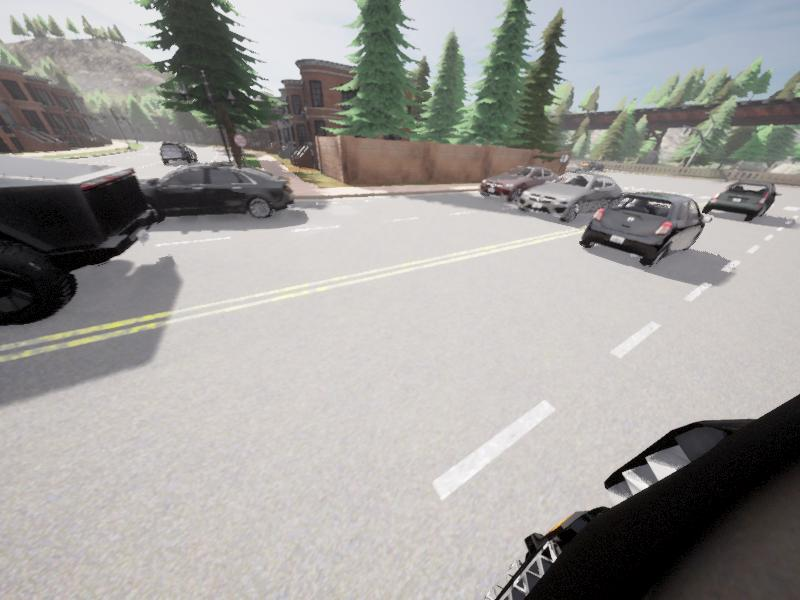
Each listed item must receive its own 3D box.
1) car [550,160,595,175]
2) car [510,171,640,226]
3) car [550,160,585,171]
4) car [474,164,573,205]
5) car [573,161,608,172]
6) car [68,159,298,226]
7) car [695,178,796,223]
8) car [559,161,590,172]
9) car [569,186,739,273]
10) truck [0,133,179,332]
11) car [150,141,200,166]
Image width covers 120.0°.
[{"bbox_3d":[26.911,-20.880,36.301,2.152,1.651,5.027,-16,38,-26],"label":"car"},{"bbox_3d":[7.633,-4.603,10.105,5.027,1.651,2.152,-16,38,-26],"label":"car"},{"bbox_3d":[32.869,-26.523,45.411,2.038,1.542,4.974,-16,38,-26],"label":"car"},{"bbox_3d":[7.017,-6.662,13.166,5.027,1.651,2.152,-16,38,-26],"label":"car"},{"bbox_3d":[37.124,-26.129,45.197,1.837,1.490,4.892,-16,38,-26],"label":"car"},{"bbox_3d":[-6.062,-3.519,7.449,4.892,1.490,1.837,-8,36,-17],"label":"car"},{"bbox_3d":[17.611,-5.173,11.807,3.988,1.617,1.851,-16,38,-26],"label":"car"},{"bbox_3d":[31.391,-24.089,41.654,1.970,1.475,3.806,-15,38,-26],"label":"car"},{"bbox_3d":[6.980,-2.151,6.430,3.633,1.501,1.845,-16,38,-26],"label":"car"},{"bbox_3d":[-7.122,-0.648,2.475,6.274,2.098,2.390,-16,38,-26],"label":"truck"},{"bbox_3d":[-20.152,-13.389,21.006,2.033,1.649,4.856,-14,37,-24],"label":"car"}]
